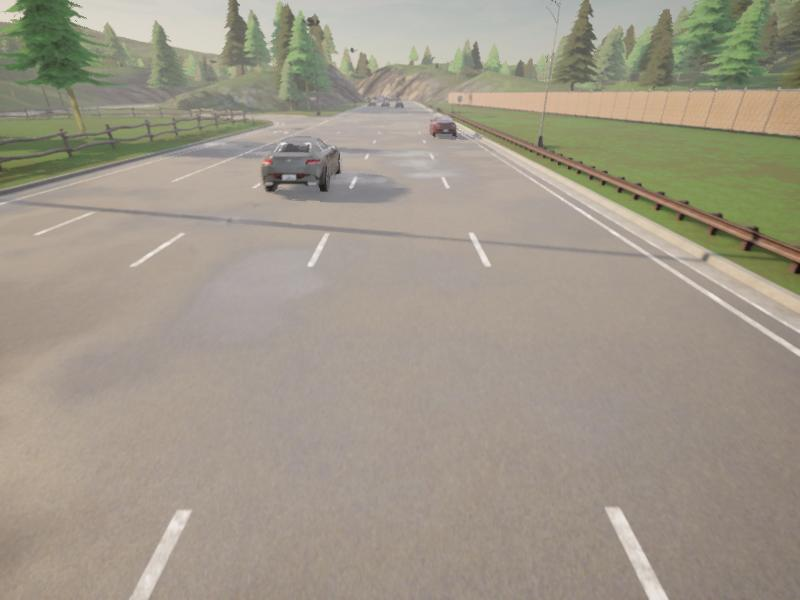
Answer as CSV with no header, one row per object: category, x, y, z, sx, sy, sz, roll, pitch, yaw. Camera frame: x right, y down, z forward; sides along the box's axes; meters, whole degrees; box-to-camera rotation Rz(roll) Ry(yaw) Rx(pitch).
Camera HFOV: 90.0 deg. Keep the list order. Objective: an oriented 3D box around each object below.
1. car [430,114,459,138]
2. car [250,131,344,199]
car,3.461,-14.009,32.138,1.812,1.442,4.674,0,27,0
car,-3.521,-5.184,14.859,2.152,1.651,5.027,0,27,0
